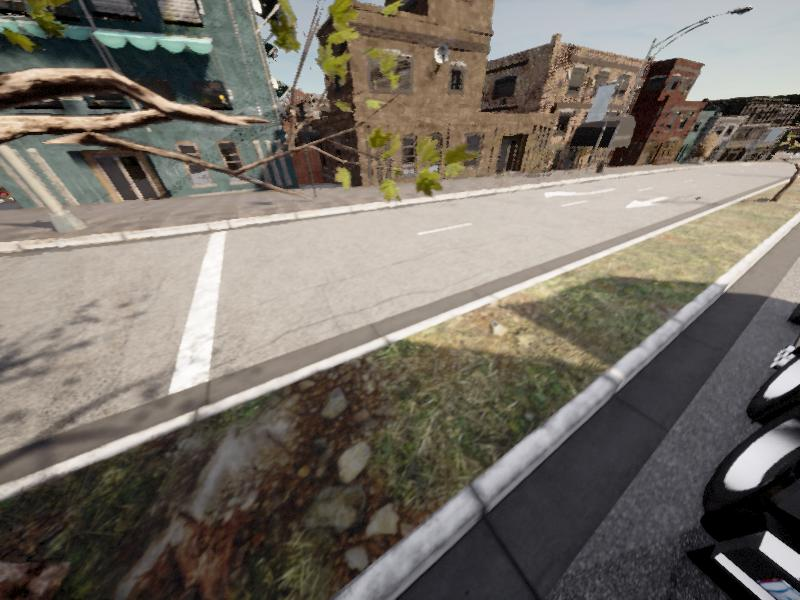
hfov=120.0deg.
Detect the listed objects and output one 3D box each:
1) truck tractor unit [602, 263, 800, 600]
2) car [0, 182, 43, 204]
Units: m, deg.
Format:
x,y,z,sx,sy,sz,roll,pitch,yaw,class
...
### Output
x,y,z,sx,sy,sz,roll,pitch,yaw,class
5.112,-0.298,0.794,6.516,4.208,3.053,-18,39,-24,truck tractor unit
-42.558,-11.542,24.943,1.905,1.878,3.866,-11,31,-12,car
